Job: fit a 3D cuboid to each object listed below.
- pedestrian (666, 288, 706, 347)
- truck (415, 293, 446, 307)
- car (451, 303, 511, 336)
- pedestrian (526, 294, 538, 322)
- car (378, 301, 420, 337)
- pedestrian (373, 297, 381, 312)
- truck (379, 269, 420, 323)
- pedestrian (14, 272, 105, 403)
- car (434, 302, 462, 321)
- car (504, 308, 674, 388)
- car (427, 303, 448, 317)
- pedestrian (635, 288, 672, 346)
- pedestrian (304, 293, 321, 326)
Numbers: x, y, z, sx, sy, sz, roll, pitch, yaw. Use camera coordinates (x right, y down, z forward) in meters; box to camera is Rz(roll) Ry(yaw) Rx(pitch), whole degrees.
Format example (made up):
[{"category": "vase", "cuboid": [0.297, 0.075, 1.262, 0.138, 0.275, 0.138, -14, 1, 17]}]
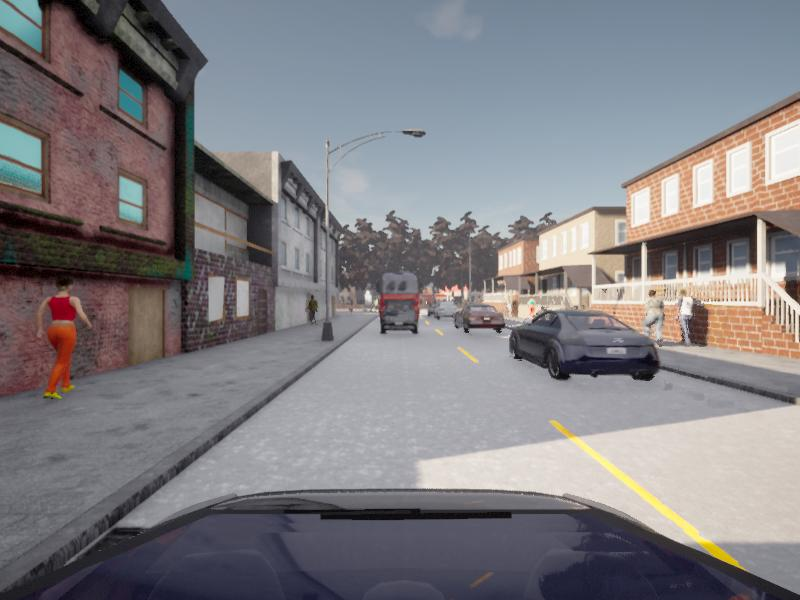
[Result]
[{"category": "pedestrian", "cuboid": [9.228, 0.539, 12.935, 0.751, 1.860, 0.751, 0, 0, 0]}, {"category": "truck", "cuboid": [8.644, -0.052, 112.516, 8.468, 3.827, 2.891, 0, 0, 0]}, {"category": "car", "cuboid": [3.969, 0.904, 20.705, 2.033, 1.411, 5.357, 0, 0, 0]}, {"category": "pedestrian", "cuboid": [9.062, 0.546, 27.497, 0.751, 1.860, 0.751, 0, 0, 11]}, {"category": "car", "cuboid": [-0.053, 0.825, 19.127, 1.789, 1.549, 3.705, 0, 0, -1]}, {"category": "pedestrian", "cuboid": [-2.752, 0.557, 48.377, 0.751, 1.860, 0.751, 0, 0, -31]}, {"category": "truck", "cuboid": [-0.109, -0.305, 32.510, 2.891, 3.827, 8.468, 0, 0, -1]}, {"category": "pedestrian", "cuboid": [-5.128, 0.536, 6.072, 0.751, 1.860, 0.751, 0, 0, -3]}, {"category": "car", "cuboid": [3.915, 0.886, 33.546, 1.812, 1.442, 4.674, 0, 0, 0]}, {"category": "car", "cuboid": [3.993, 0.912, 9.382, 1.994, 1.385, 4.181, 0, 0, 0]}, {"category": "car", "cuboid": [3.709, 0.963, 40.026, 1.895, 1.301, 4.718, 0, 0, 3]}, {"category": "pedestrian", "cuboid": [8.276, 0.539, 13.082, 0.751, 1.860, 0.751, 0, 0, 5]}, {"category": "pedestrian", "cuboid": [-4.979, 0.544, 22.760, 0.751, 1.860, 0.751, 0, 0, 11]}]
